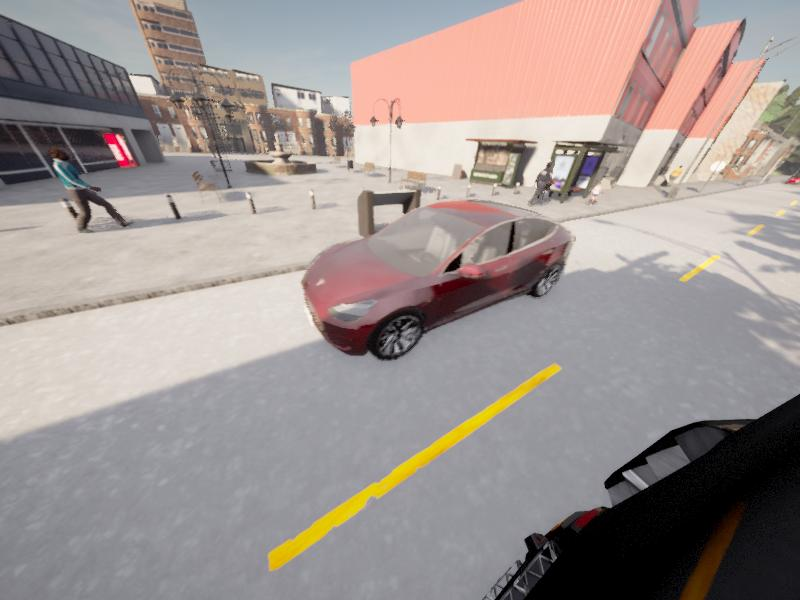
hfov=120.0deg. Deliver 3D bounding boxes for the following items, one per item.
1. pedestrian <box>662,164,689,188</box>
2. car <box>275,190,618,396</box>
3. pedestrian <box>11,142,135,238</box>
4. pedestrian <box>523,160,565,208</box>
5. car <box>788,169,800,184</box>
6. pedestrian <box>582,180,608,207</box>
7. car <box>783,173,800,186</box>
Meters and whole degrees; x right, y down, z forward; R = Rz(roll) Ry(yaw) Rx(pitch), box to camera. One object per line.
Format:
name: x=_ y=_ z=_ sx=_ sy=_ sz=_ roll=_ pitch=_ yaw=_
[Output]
pedestrian: x=25.574 y=-11.543 z=21.476 sx=0.751 sy=1.860 sz=0.751 roll=-17 pitch=38 yaw=-27
car: x=0.891 y=-0.753 z=3.835 sx=4.792 sy=1.488 sz=2.163 roll=-16 pitch=38 yaw=-27
pedestrian: x=-7.347 y=-2.525 z=5.362 sx=0.751 sy=1.860 sz=0.751 roll=-16 pitch=38 yaw=-26
pedestrian: x=6.447 y=-5.234 z=10.455 sx=0.751 sy=1.860 sz=0.751 roll=-7 pitch=35 yaw=-14
car: x=67.664 y=-20.595 z=38.453 sx=5.566 sy=2.045 sz=2.150 roll=-17 pitch=38 yaw=-27
pedestrian: x=9.684 y=-5.293 z=11.488 sx=0.500 sy=1.100 sz=0.500 roll=15 pitch=35 yaw=17
car: x=60.533 y=-18.264 z=34.896 sx=4.514 sy=1.525 sz=2.007 roll=-16 pitch=38 yaw=-27
